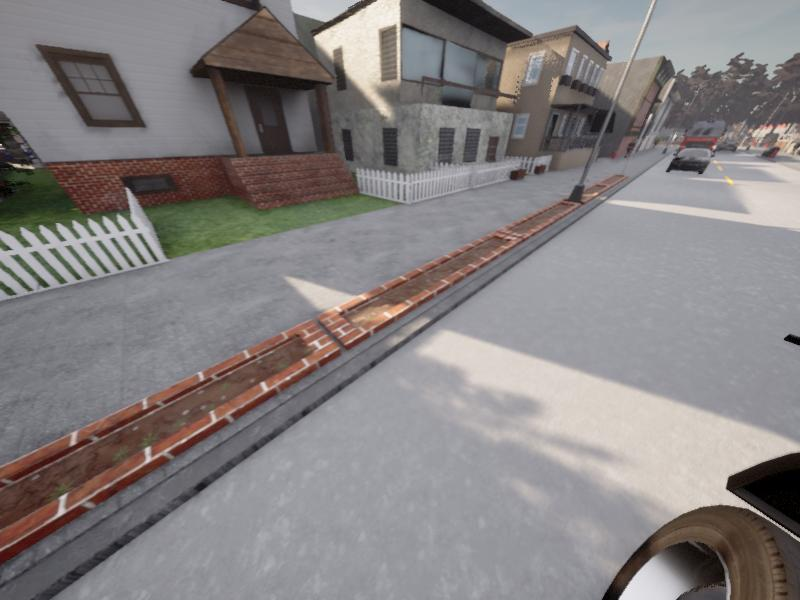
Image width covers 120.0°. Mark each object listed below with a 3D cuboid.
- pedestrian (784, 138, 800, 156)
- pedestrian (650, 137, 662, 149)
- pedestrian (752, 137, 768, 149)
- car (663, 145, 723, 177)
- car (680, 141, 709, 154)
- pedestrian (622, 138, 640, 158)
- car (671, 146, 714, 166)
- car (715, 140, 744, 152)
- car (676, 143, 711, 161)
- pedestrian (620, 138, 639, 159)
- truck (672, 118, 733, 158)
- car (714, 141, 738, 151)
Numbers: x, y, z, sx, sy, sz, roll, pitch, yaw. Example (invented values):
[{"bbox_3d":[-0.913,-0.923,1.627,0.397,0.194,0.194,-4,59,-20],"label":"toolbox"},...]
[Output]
[{"bbox_3d":[50.471,-19.491,29.364,0.751,1.860,0.751,27,43,32],"label":"pedestrian"},{"bbox_3d":[47.428,-29.041,42.774,0.751,1.860,0.751,-29,44,-34],"label":"pedestrian"},{"bbox_3d":[69.777,-30.490,44.772,0.751,1.860,0.751,-22,41,-28],"label":"pedestrian"},{"bbox_3d":[21.148,-10.240,16.814,5.238,1.638,1.930,-30,45,-35],"label":"car"},{"bbox_3d":[44.854,-23.288,35.249,4.792,1.488,2.163,-29,45,-34],"label":"car"},{"bbox_3d":[26.834,-17.654,26.808,0.751,1.860,0.751,27,44,33],"label":"pedestrian"},{"bbox_3d":[27.970,-13.880,22.155,4.181,1.385,1.994,-29,45,-34],"label":"car"},{"bbox_3d":[55.483,-25.999,39.001,4.974,1.542,2.038,-29,45,-34],"label":"car"},{"bbox_3d":[32.381,-16.393,25.517,3.705,1.549,1.789,-29,45,-34],"label":"car"},{"bbox_3d":[25.517,-16.860,25.694,0.751,1.860,0.751,28,44,33],"label":"pedestrian"},{"bbox_3d":[38.545,-20.743,29.661,8.468,3.827,2.891,-29,45,-34],"label":"truck"},{"bbox_3d":[60.007,-28.450,42.578,4.181,1.385,1.994,-29,45,-34],"label":"car"}]
